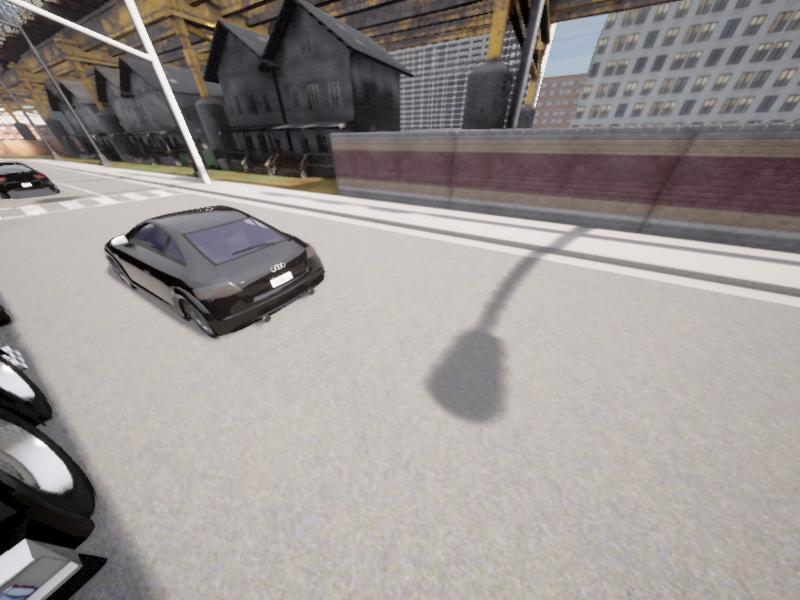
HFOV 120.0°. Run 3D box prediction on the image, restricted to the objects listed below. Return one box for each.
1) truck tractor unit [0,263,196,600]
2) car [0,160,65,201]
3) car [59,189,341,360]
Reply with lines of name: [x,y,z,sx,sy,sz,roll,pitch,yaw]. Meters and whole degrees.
truck tractor unit: [-5.109,-0.301,0.789,6.516,4.208,3.053,18,39,24]
car: [-20.245,-6.420,12.178,4.674,1.442,1.812,18,39,25]
car: [-3.427,-0.889,4.126,4.181,1.385,1.994,18,39,24]
